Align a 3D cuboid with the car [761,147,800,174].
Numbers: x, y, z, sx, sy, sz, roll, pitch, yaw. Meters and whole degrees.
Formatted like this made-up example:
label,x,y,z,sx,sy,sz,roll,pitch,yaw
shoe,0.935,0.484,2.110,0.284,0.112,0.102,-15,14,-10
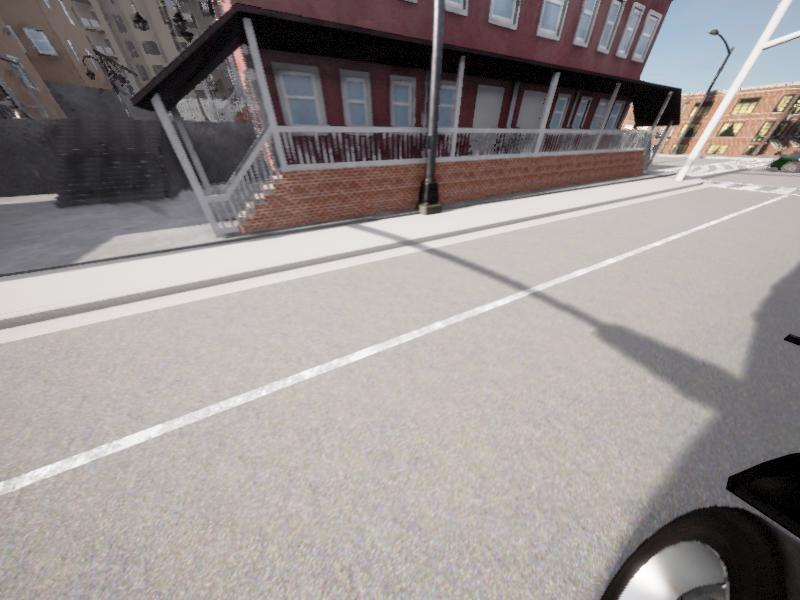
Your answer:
label,x,y,z,sx,sy,sz,roll,pitch,yaw
car,29.894,-9.619,16.002,2.038,1.542,4.974,-28,43,-34
